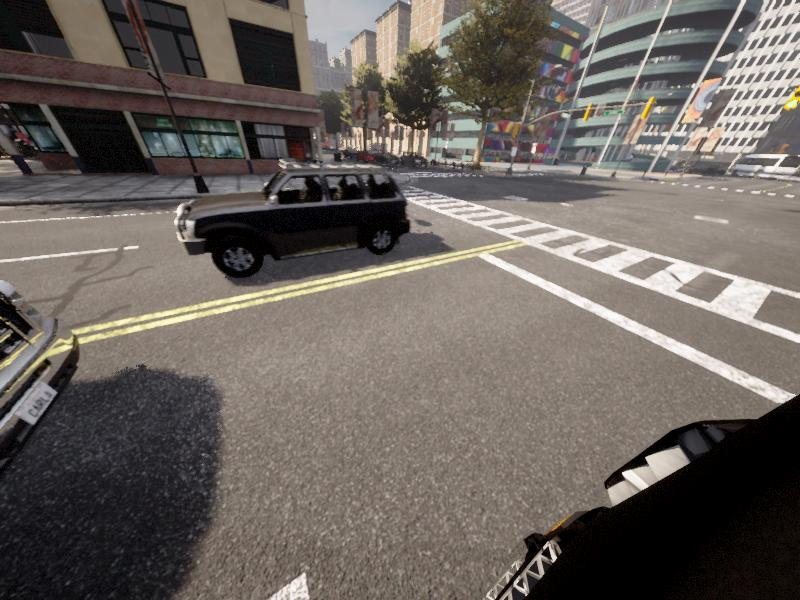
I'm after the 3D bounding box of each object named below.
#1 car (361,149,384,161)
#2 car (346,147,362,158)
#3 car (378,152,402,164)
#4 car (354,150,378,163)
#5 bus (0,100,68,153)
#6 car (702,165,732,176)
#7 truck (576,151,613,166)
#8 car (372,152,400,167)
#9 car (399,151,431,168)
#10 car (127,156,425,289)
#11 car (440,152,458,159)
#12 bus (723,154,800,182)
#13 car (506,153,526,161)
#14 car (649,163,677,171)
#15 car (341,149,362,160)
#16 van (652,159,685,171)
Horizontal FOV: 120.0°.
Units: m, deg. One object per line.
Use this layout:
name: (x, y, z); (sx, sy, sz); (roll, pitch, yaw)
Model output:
car: (-5.034, -26.140, 41.672); (2.128, 1.511, 4.902); (-16, 38, -26)
car: (-9.589, -30.684, 48.076); (1.851, 1.617, 3.988); (-16, 38, -26)
car: (-1.693, -22.773, 36.988); (1.994, 1.385, 4.181); (-16, 38, -26)
car: (-5.354, -22.616, 36.310); (2.007, 1.525, 4.514); (-16, 38, -26)
bus: (-42.054, -18.224, 24.225); (3.944, 4.253, 10.273); (-16, 38, -26)
car: (73.768, -30.224, 53.916); (1.905, 1.878, 3.866); (12, 34, 13)
truck: (65.495, -47.852, 78.086); (2.891, 3.827, 8.468); (-16, 38, -26)
car: (-1.979, -19.293, 31.642); (1.812, 1.442, 4.674); (-16, 38, -26)
car: (1.953, -19.307, 31.776); (2.242, 1.667, 4.611); (-16, 38, -26)
car: (-1.989, -2.007, 5.138); (4.605, 1.855, 1.932); (-15, 38, -25)
car: (13.999, -41.264, 65.914); (2.161, 1.482, 4.786); (-16, 38, -26)
bus: (75.105, -27.575, 47.858); (3.944, 4.253, 10.273); (14, 35, 16)
car: (39.789, -49.185, 79.272); (2.435, 2.045, 5.566); (-16, 38, -26)
car: (77.972, -39.369, 68.549); (2.152, 1.651, 5.027); (-5, 34, -12)
car: (-8.663, -25.842, 40.941); (1.837, 1.490, 4.892); (-16, 38, -27)
van: (81.167, -40.957, 70.080); (1.988, 2.561, 5.915); (-5, 34, -12)
